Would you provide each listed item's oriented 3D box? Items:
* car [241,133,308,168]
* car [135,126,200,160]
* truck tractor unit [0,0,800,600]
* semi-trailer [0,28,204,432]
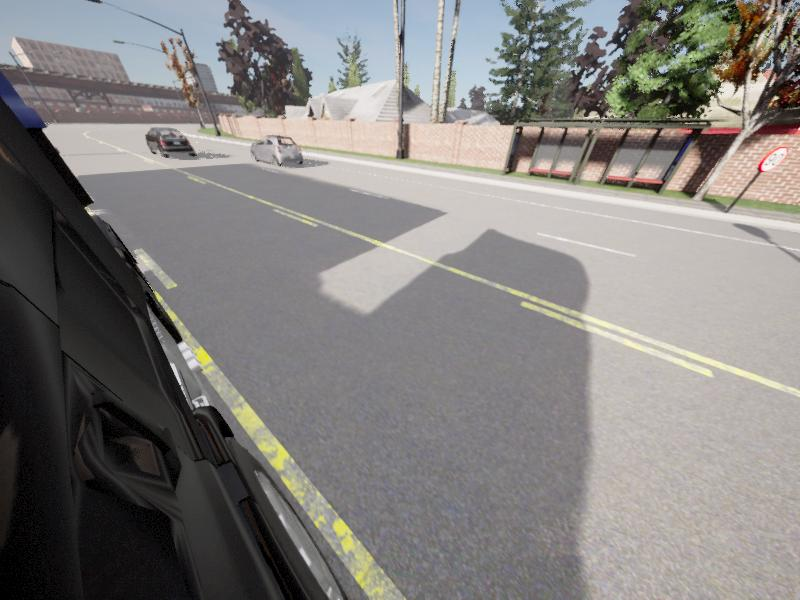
[{"bbox_3d":[-7.814,-9.372,14.400,3.633,1.501,1.845,26,43,28],"label":"car"},{"bbox_3d":[-15.386,-10.458,15.320,3.705,1.549,1.789,26,43,28],"label":"car"},{"bbox_3d":[-2.645,-0.295,0.351,6.516,4.208,3.053,28,44,30],"label":"truck tractor unit"},{"bbox_3d":[-8.817,-3.521,4.111,14.254,4.402,2.717,27,43,28],"label":"semi-trailer"}]
